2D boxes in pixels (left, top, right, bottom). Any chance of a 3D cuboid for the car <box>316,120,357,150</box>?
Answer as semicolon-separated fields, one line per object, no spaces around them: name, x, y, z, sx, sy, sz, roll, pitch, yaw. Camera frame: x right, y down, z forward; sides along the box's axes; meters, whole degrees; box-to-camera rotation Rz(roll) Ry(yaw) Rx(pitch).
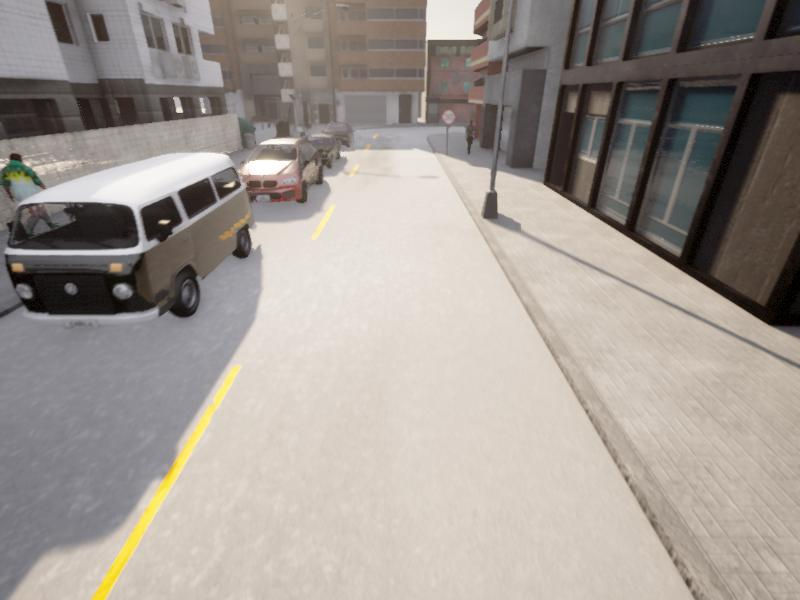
car;-4.100;-11.093;26.728;2.033;1.411;5.357;-1;27;-1

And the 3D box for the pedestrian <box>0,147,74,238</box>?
pedestrian;-8.328;-2.410;8.988;0.751;1.860;0.751;1;27;2

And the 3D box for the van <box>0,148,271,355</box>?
van;-4.003;-1.216;6.760;2.069;2.038;4.480;0;27;0

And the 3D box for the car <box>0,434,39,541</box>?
car;-3.998;2.165;0.986;1.895;1.301;4.718;0;27;0

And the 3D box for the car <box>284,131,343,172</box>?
car;-4.037;-7.344;19.526;1.895;1.301;4.718;0;27;0

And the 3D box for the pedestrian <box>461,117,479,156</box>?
pedestrian;3.723;-8.697;21.296;0.751;1.860;0.751;4;27;8

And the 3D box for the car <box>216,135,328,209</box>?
car;-3.997;-4.485;13.540;2.242;1.667;4.611;0;27;0
